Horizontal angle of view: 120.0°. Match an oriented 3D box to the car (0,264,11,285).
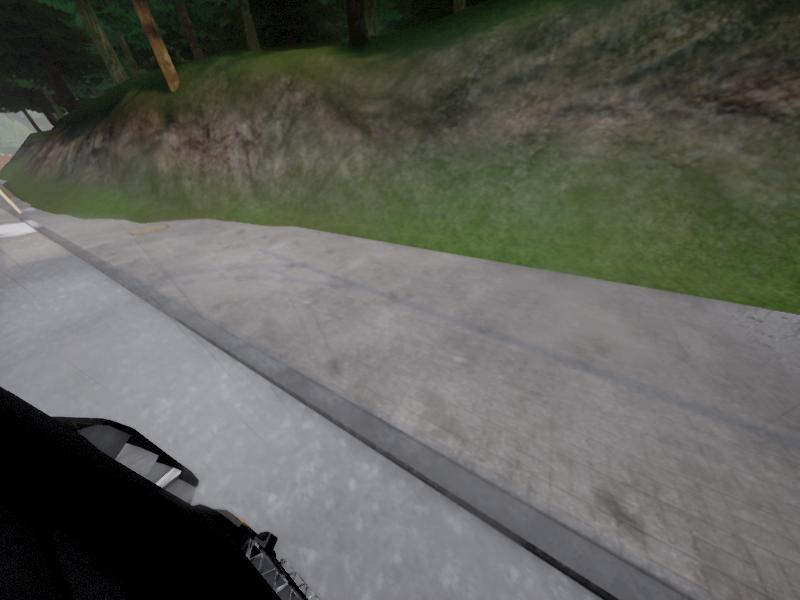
[{"bbox_3d":[-11.141,-1.274,5.035,5.366,1.575,1.801,16,38,26],"label":"car"}]
